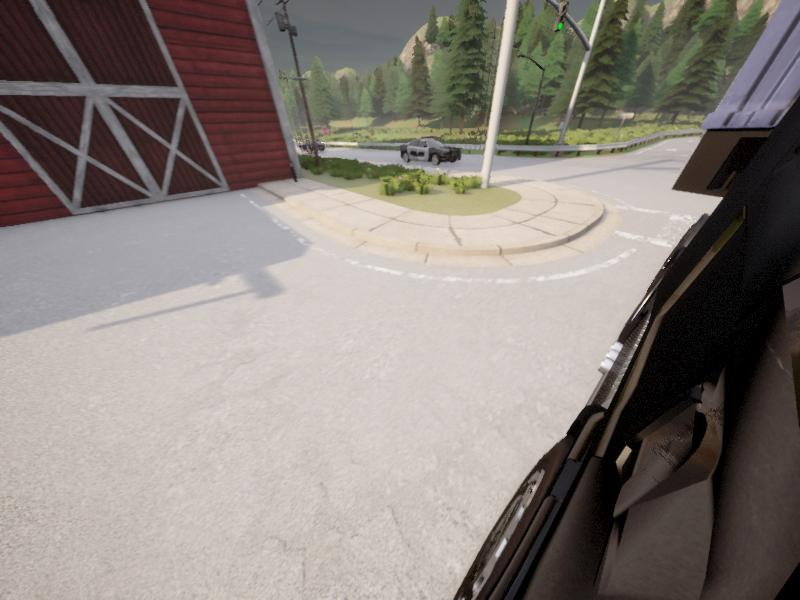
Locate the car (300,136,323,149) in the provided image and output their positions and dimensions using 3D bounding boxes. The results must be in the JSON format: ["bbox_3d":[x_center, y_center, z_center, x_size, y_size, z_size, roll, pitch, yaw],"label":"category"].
[{"bbox_3d":[-14.438,-25.693,37.724,1.851,1.617,3.988,-28,43,-29],"label":"car"}]

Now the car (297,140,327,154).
[{"bbox_3d":[-11.795,-20.446,30.788,1.895,1.301,4.718,-28,43,-29],"label":"car"}]

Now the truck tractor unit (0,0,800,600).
[{"bbox_3d":[2.645,-0.295,0.351,6.516,4.208,3.053,-28,44,-30],"label":"truck tractor unit"}]

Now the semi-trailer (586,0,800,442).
[{"bbox_3d":[9.849,-2.365,2.470,14.254,4.402,2.717,-12,37,-12],"label":"semi-trailer"}]

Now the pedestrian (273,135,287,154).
[{"bbox_3d":[-14.838,-19.256,28.640,0.751,1.860,0.751,-30,44,-31],"label":"pedestrian"}]

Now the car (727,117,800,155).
[{"bbox_3d":[23.169,-10.400,14.585,4.611,1.667,2.242,-28,44,-30],"label":"car"}]

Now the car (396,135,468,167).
[{"bbox_3d":[2.113,-10.942,16.834,1.930,1.638,5.238,-28,43,-29],"label":"car"}]

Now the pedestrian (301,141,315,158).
[{"bbox_3d":[-9.286,-15.182,23.279,0.751,1.300,0.751,-27,43,-28],"label":"pedestrian"}]
